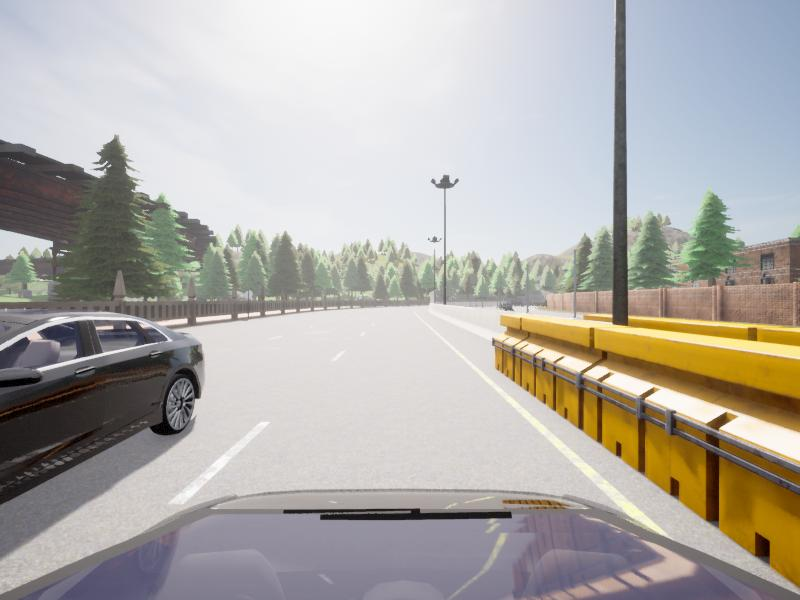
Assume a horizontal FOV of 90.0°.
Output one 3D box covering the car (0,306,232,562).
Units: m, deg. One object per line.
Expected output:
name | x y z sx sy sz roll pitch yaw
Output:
car | -3.500 0.837 3.363 2.128 1.511 4.902 0 0 0
